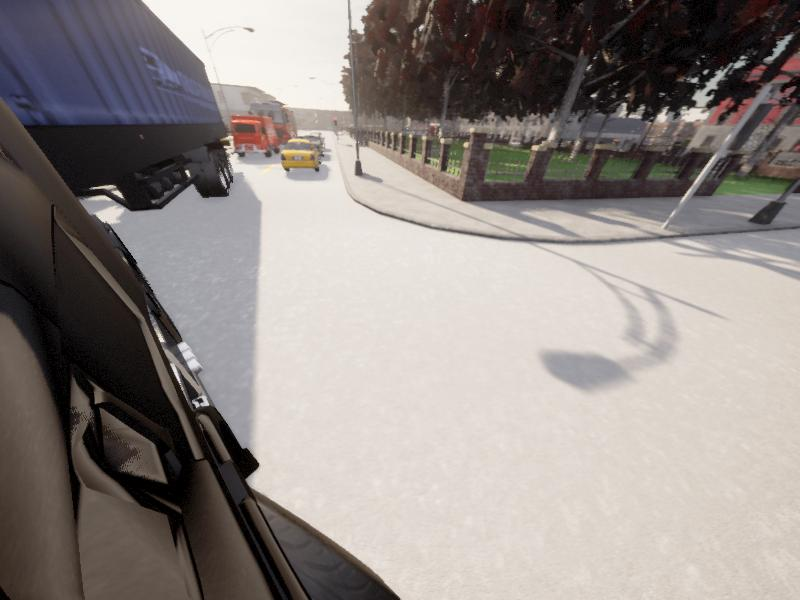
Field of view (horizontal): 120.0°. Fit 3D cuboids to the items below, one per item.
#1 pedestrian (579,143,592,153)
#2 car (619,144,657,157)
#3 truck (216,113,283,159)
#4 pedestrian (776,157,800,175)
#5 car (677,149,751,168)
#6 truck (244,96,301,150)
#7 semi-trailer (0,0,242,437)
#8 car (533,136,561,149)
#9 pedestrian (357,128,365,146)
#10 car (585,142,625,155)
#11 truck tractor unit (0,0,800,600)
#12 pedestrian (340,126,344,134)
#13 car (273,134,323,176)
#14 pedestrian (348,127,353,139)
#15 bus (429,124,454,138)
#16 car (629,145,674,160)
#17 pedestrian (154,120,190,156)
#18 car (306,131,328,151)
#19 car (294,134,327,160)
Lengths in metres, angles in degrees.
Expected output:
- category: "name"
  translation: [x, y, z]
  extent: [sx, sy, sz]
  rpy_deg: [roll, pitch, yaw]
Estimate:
- category: "pedestrian"
  translation: [29.327, -24.057, 36.539]
  extent: [0.751, 1.300, 0.751]
  rpy_deg: [-6, 38, -12]
- category: "car"
  translation: [38.227, -24.157, 37.279]
  extent: [1.845, 1.501, 3.633]
  rpy_deg: [-6, 37, -12]
- category: "truck"
  translation: [-11.074, -12.555, 17.695]
  extent: [2.627, 2.467, 5.204]
  rpy_deg: [-6, 38, -12]
- category: "pedestrian"
  translation: [35.313, -12.087, 20.888]
  extent: [0.751, 1.300, 0.751]
  rpy_deg: [-27, 46, -34]
- category: "car"
  translation: [37.046, -16.914, 27.524]
  extent: [1.837, 1.490, 4.892]
  rpy_deg: [-7, 38, -13]
- category: "truck"
  translation: [-12.980, -18.629, 24.584]
  extent: [2.891, 3.827, 8.468]
  rpy_deg: [-6, 38, -11]
- category: "semi-trailer"
  translation: [-6.648, -4.484, 5.539]
  extent: [2.717, 4.402, 14.254]
  rpy_deg: [-14, 40, -21]
- category: "car"
  translation: [30.695, -33.035, 48.395]
  extent: [1.932, 1.855, 4.605]
  rpy_deg: [-6, 38, -12]
- category: "pedestrian"
  translation: [-5.045, -21.070, 29.807]
  extent: [0.751, 1.860, 0.751]
  rpy_deg: [-6, 38, -12]
- category: "car"
  translation: [33.783, -25.123, 38.286]
  extent: [2.007, 1.525, 4.514]
  rpy_deg: [-6, 38, -12]
- category: "truck tractor unit"
  translation: [-2.645, -0.295, 0.351]
  extent: [6.516, 4.208, 3.053]
  rpy_deg: [28, 44, 30]
- category: "pedestrian"
  translation: [-16.901, -49.665, 67.362]
  extent: [0.751, 1.860, 0.751]
  rpy_deg: [-5, 37, -11]
- category: "car"
  translation: [-5.679, -8.598, 13.494]
  extent: [1.801, 1.575, 5.366]
  rpy_deg: [-6, 38, -12]
- category: "pedestrian"
  translation: [-9.475, -32.229, 44.475]
  extent: [0.751, 1.860, 0.751]
  rpy_deg: [-6, 38, -12]
- category: "bus"
  translation: [16.524, -68.741, 93.705]
  extent: [3.944, 4.253, 10.273]
  rpy_deg: [-18, 41, -25]
- category: "car"
  translation: [35.470, -20.901, 32.715]
  extent: [1.789, 1.549, 3.705]
  rpy_deg: [-6, 38, -12]
- category: "pedestrian"
  translation: [-14.826, -10.566, 15.082]
  extent: [0.751, 1.860, 0.751]
  rpy_deg: [-7, 38, -12]
- category: "car"
  translation: [-8.743, -16.884, 24.444]
  extent: [1.845, 1.501, 3.633]
  rpy_deg: [-7, 38, -13]
- category: "car"
  translation: [-7.282, -12.867, 19.269]
  extent: [2.033, 1.411, 5.357]
  rpy_deg: [-7, 38, -13]
